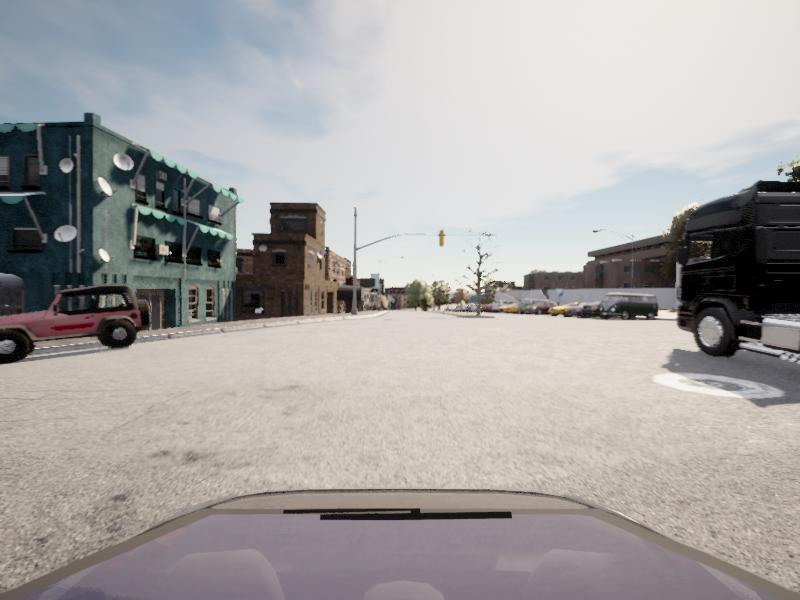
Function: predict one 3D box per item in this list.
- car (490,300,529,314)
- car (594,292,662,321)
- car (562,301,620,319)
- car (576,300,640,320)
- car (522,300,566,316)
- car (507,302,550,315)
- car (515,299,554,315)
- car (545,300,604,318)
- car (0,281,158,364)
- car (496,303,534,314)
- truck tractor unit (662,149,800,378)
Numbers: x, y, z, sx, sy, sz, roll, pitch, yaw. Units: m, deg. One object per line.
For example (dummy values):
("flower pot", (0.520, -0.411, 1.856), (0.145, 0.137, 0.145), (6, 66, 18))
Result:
("car", (17.128, 1.094, 62.522), (5.566, 2.045, 2.435), (2, -2, -20))
("car", (16.917, 0.492, 29.711), (4.442, 1.987, 1.878), (2, -1, -20))
("car", (17.037, 0.873, 35.702), (4.674, 1.452, 2.002), (2, -1, -20))
("car", (17.023, 0.817, 32.729), (4.674, 1.452, 2.002), (2, -1, -20))
("car", (17.096, 0.931, 47.627), (4.553, 1.767, 2.185), (2, -1, -20))
("car", (17.250, 1.170, 53.640), (5.366, 1.575, 1.946), (2, -1, -20))
("car", (16.968, 0.882, 50.555), (4.442, 1.987, 1.878), (2, -1, -20))
("car", (16.869, 0.880, 38.617), (5.366, 1.575, 1.946), (2, -1, -20))
("car", (-9.445, 0.592, 11.515), (3.866, 1.878, 1.905), (-6, 0, -39))
("car", (17.096, 1.282, 59.525), (5.008, 1.535, 2.097), (2, -1, -20))
("truck tractor unit", (8.876, -0.689, 7.932), (3.053, 4.208, 6.516), (0, 1, 0))
